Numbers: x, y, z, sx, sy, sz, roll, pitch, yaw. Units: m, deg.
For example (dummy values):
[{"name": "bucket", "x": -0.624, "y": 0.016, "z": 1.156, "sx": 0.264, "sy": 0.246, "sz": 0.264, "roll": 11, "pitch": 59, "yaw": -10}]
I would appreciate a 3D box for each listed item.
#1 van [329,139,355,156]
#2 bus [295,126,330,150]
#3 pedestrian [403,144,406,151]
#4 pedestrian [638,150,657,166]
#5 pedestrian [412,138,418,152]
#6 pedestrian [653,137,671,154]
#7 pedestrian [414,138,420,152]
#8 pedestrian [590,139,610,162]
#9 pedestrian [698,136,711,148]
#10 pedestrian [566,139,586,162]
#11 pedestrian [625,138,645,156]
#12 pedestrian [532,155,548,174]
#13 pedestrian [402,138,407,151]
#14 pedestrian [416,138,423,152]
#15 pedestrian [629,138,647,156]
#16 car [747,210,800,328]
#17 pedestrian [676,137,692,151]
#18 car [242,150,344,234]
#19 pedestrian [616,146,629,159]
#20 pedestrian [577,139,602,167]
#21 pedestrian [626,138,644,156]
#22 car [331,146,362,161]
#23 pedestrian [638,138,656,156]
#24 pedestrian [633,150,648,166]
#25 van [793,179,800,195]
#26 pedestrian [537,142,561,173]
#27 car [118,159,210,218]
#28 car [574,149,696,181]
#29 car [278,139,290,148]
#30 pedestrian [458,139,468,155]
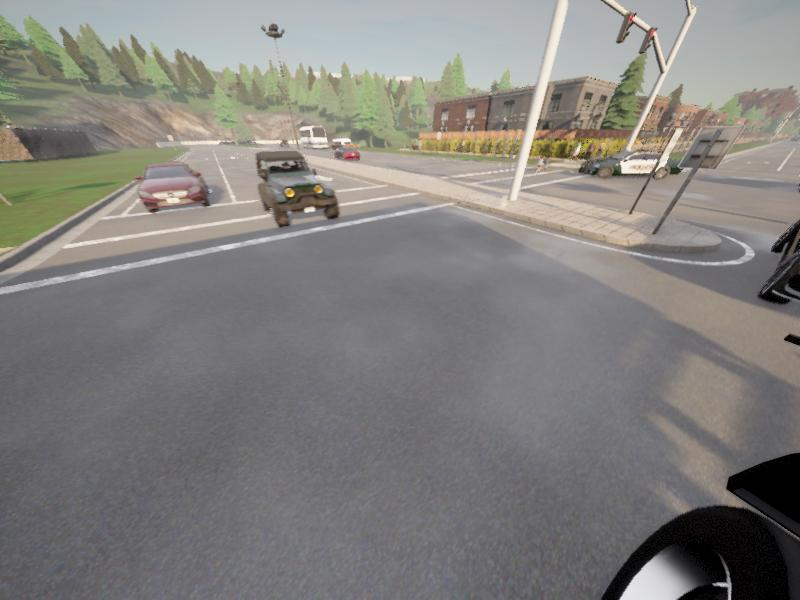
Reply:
[{"name": "van", "x": -9.115, "y": -23.967, "z": 36.181, "sx": 2.069, "sy": 2.038, "sz": 4.480, "roll": -23, "pitch": 41, "yaw": -29}, {"name": "bus", "x": -20.441, "y": -37.597, "z": 53.681, "sx": 3.944, "sy": 4.253, "sz": 10.273, "roll": -22, "pitch": 41, "yaw": -27}, {"name": "pedestrian", "x": 0.826, "y": -27.789, "z": 42.018, "sx": 0.500, "sy": 1.100, "sz": 0.500, "roll": -10, "pitch": 36, "yaw": -13}, {"name": "pedestrian", "x": 20.627, "y": -11.851, "z": 19.254, "sx": 0.500, "sy": 1.100, "sz": 0.500, "roll": 9, "pitch": 36, "yaw": 13}, {"name": "pedestrian", "x": 2.496, "y": -26.582, "z": 39.634, "sx": 0.751, "sy": 1.860, "sz": 0.751, "roll": 14, "pitch": 38, "yaw": 19}, {"name": "pedestrian", "x": 35.997, "y": -21.203, "z": 31.712, "sx": 0.751, "sy": 1.860, "sz": 0.751, "roll": -22, "pitch": 41, "yaw": -27}, {"name": "pedestrian", "x": 2.869, "y": -26.345, "z": 39.295, "sx": 0.751, "sy": 1.860, "sz": 0.751, "roll": -24, "pitch": 41, "yaw": -29}, {"name": "pedestrian", "x": 19.165, "y": -14.349, "z": 22.149, "sx": 0.751, "sy": 1.860, "sz": 0.751, "roll": 27, "pitch": 43, "yaw": 33}, {"name": "pedestrian", "x": 58.664, "y": -30.393, "z": 44.534, "sx": 0.751, "sy": 1.860, "sz": 0.751, "roll": -24, "pitch": 41, "yaw": -29}, {"name": "pedestrian", "x": 17.177, "y": -14.628, "z": 22.562, "sx": 0.751, "sy": 1.860, "sz": 0.751, "roll": -22, "pitch": 41, "yaw": -28}, {"name": "pedestrian", "x": 29.540, "y": -19.286, "z": 29.053, "sx": 0.751, "sy": 1.860, "sz": 0.751, "roll": 2, "pitch": 35, "yaw": 4}, {"name": "pedestrian", "x": 10.097, "y": -9.809, "z": 16.719, "sx": 0.500, "sy": 1.100, "sz": 0.500, "roll": -22, "pitch": 40, "yaw": -27}, {"name": "pedestrian", "x": 0.887, "y": -28.715, "z": 42.671, "sx": 0.751, "sy": 1.860, "sz": 0.751, "roll": 8, "pitch": 36, "yaw": 12}, {"name": "pedestrian", "x": 3.282, "y": -26.039, "z": 38.857, "sx": 0.751, "sy": 1.860, "sz": 0.751, "roll": -21, "pitch": 40, "yaw": -26}, {"name": "pedestrian", "x": 30.086, "y": -19.398, "z": 29.207, "sx": 0.751, "sy": 1.860, "sz": 0.751, "roll": -20, "pitch": 40, "yaw": -26}, {"name": "car", "x": 8.136, "y": -0.837, "z": 3.611, "sx": 5.027, "sy": 1.651, "sz": 2.152, "roll": -22, "pitch": 41, "yaw": -28}, {"name": "pedestrian", "x": 45.528, "y": -25.053, "z": 37.084, "sx": 0.751, "sy": 1.860, "sz": 0.751, "roll": -22, "pitch": 41, "yaw": -28}, {"name": "car", "x": -3.682, "y": -3.874, "z": 7.790, "sx": 1.905, "sy": 1.878, "sz": 3.866, "roll": -22, "pitch": 40, "yaw": -27}, {"name": "pedestrian", "x": 24.428, "y": -16.212, "z": 25.401, "sx": 0.500, "sy": 1.100, "sz": 0.500, "roll": -22, "pitch": 41, "yaw": -28}, {"name": "pedestrian", "x": 15.321, "y": -11.919, "z": 18.686, "sx": 0.751, "sy": 1.860, "sz": 0.751, "roll": -22, "pitch": 41, "yaw": -28}, {"name": "pedestrian", "x": 28.944, "y": -18.838, "z": 28.424, "sx": 0.751, "sy": 1.860, "sz": 0.751, "roll": -27, "pitch": 43, "yaw": -33}, {"name": "car", "x": -6.555, "y": -17.794, "z": 27.993, "sx": 1.994, "sy": 1.385, "sz": 4.181, "roll": -22, "pitch": 40, "yaw": -27}, {"name": "pedestrian", "x": 30.687, "y": -19.057, "z": 28.718, "sx": 0.751, "sy": 1.860, "sz": 0.751, "roll": -23, "pitch": 41, "yaw": -28}, {"name": "pedestrian", "x": 20.094, "y": -11.892, "z": 19.318, "sx": 0.500, "sy": 1.100, "sz": 0.500, "roll": 24, "pitch": 42, "yaw": 31}, {"name": "van", "x": 20.561, "y": -6.061, "z": 10.582, "sx": 4.442, "sy": 1.987, "sz": 1.775, "roll": -23, "pitch": 41, "yaw": -28}, {"name": "pedestrian", "x": 10.882, "y": -10.414, "z": 16.916, "sx": 0.751, "sy": 1.860, "sz": 0.751, "roll": -26, "pitch": 43, "yaw": -32}, {"name": "car", "x": -9.302, "y": -4.816, "z": 9.560, "sx": 1.812, "sy": 1.442, "sz": 4.674, "roll": -22, "pitch": 40, "yaw": -27}, {"name": "car", "x": 14.602, "y": -8.714, "z": 14.796, "sx": 4.974, "sy": 1.542, "sz": 2.038, "roll": 7, "pitch": 36, "yaw": 10}, {"name": "car", "x": -31.583, "y": -42.563, "z": 62.865, "sx": 1.905, "sy": 1.878, "sz": 3.866, "roll": -21, "pitch": 40, "yaw": -27}, {"name": "pedestrian", "x": 8.845, "y": -21.520, "z": 32.404, "sx": 0.751, "sy": 1.860, "sz": 0.751, "roll": -22, "pitch": 41, "yaw": -28}]
